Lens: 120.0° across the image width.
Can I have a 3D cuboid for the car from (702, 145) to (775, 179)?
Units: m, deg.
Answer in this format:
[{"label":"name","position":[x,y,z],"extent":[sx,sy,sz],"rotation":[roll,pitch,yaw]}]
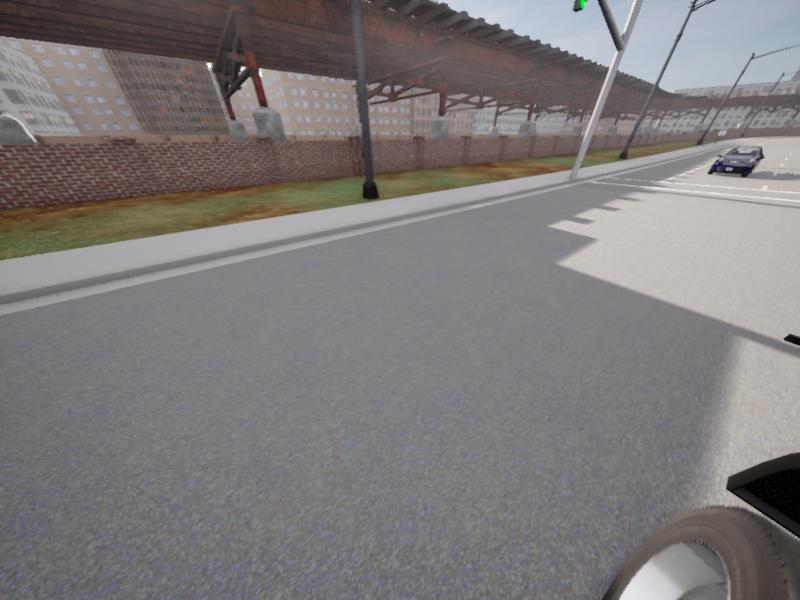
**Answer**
[{"label":"car","position":[21.495,-8.849,14.676],"extent":[3.633,1.501,1.845],"rotation":[-23,41,-27]}]
